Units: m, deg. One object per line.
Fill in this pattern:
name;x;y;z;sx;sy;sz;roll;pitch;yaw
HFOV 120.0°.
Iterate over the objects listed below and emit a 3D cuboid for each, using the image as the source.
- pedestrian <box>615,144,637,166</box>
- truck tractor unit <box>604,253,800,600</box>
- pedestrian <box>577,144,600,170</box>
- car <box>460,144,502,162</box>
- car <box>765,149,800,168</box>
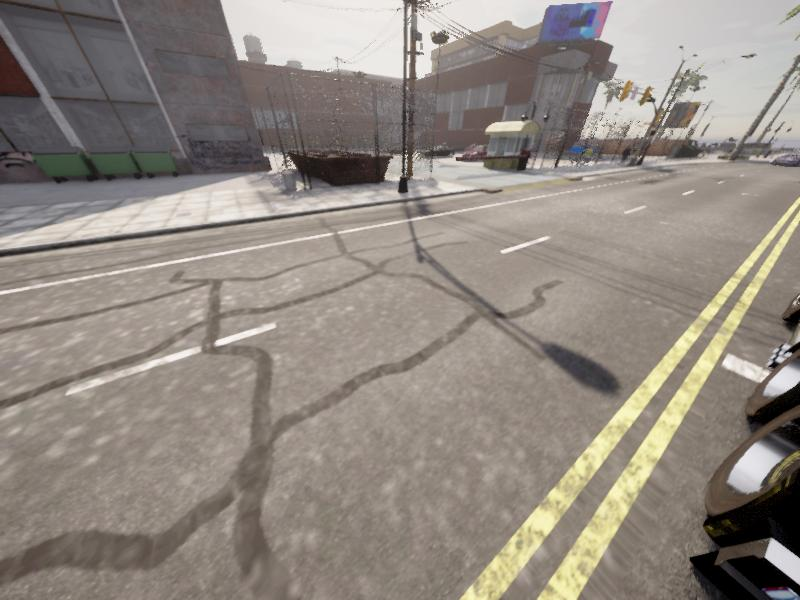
pedestrian;23.200;-14.915;23.741;0.751;1.860;0.751;-22;40;-28
truck tractor unit;5.093;-0.317;0.810;6.516;4.208;3.053;-19;39;-25
pedestrian;16.543;-12.567;20.302;0.751;1.860;0.751;-20;40;-26
car;10.004;-18.286;28.667;4.553;1.767;2.185;-20;40;-26
car;44.871;-15.905;25.874;4.856;1.649;2.033;-6;35;-9
